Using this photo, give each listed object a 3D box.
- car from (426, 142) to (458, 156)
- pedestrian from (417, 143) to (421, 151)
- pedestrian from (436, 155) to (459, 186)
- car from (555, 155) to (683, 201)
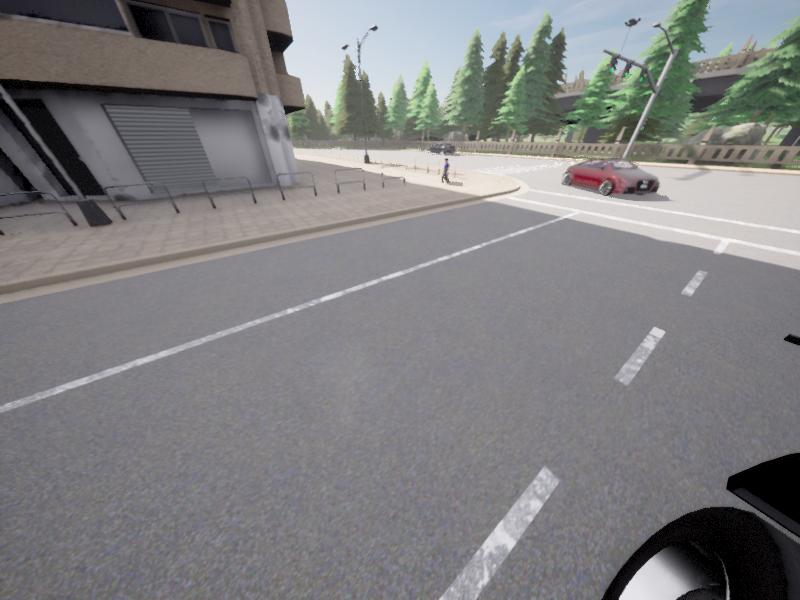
[{"bbox_3d":[6.170,-22.742,34.727,1.837,1.490,4.892,-22,41,-28],"label":"car"},{"bbox_3d":[3.489,-27.815,41.976,0.500,1.100,0.500,-27,43,-33],"label":"pedestrian"},{"bbox_3d":[2.449,-6.814,12.127,0.751,1.300,0.751,-16,38,-21],"label":"pedestrian"},{"bbox_3d":[10.080,-6.064,11.217,1.994,1.385,4.181,-3,36,-4],"label":"car"}]
